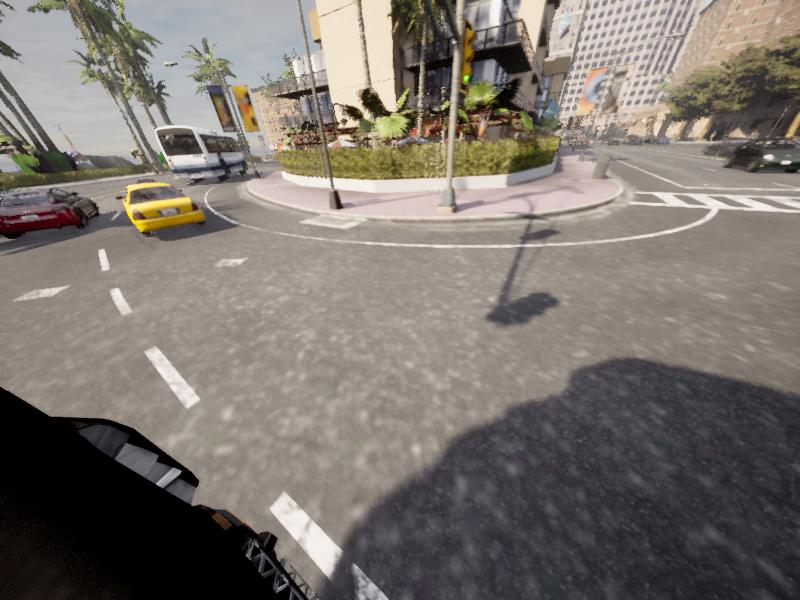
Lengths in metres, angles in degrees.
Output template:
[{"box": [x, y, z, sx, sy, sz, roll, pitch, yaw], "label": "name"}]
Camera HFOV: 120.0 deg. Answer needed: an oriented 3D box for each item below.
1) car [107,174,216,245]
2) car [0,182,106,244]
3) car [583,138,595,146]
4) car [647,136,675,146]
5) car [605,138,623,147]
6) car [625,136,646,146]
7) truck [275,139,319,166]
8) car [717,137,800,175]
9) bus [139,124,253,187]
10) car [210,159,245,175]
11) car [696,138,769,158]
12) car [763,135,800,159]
[{"box": [-8.999, -3.624, 8.582, 5.366, 1.575, 1.801, 25, 43, 35], "label": "car"}, {"box": [-14.054, -3.677, 9.234, 1.994, 1.385, 4.181, -27, 41, -32], "label": "car"}, {"box": [51.570, -43.112, 63.021, 1.801, 1.575, 5.366, 16, 38, 25], "label": "car"}, {"box": [52.829, -32.338, 46.957, 2.033, 1.411, 5.357, 13, 37, 22], "label": "car"}, {"box": [47.744, -35.187, 51.611, 1.994, 1.385, 4.181, 16, 38, 25], "label": "car"}, {"box": [50.493, -34.146, 49.635, 2.033, 1.649, 4.856, 16, 38, 25], "label": "car"}, {"box": [-18.705, -27.417, 42.828, 2.891, 3.827, 8.468, 4, 34, 10], "label": "truck"}, {"box": [21.490, -8.510, 13.557, 1.851, 1.617, 3.988, 16, 38, 25], "label": "car"}, {"box": [-19.411, -14.755, 23.594, 3.944, 4.253, 10.273, -10, 35, -10], "label": "bus"}, {"box": [-23.382, -18.196, 31.523, 1.970, 1.475, 3.806, -3, 34, -1], "label": "car"}, {"box": [31.492, -14.655, 22.172, 2.033, 1.411, 5.357, 16, 38, 25], "label": "car"}, {"box": [33.165, -12.446, 18.668, 2.163, 1.488, 4.792, 16, 38, 25], "label": "car"}]
